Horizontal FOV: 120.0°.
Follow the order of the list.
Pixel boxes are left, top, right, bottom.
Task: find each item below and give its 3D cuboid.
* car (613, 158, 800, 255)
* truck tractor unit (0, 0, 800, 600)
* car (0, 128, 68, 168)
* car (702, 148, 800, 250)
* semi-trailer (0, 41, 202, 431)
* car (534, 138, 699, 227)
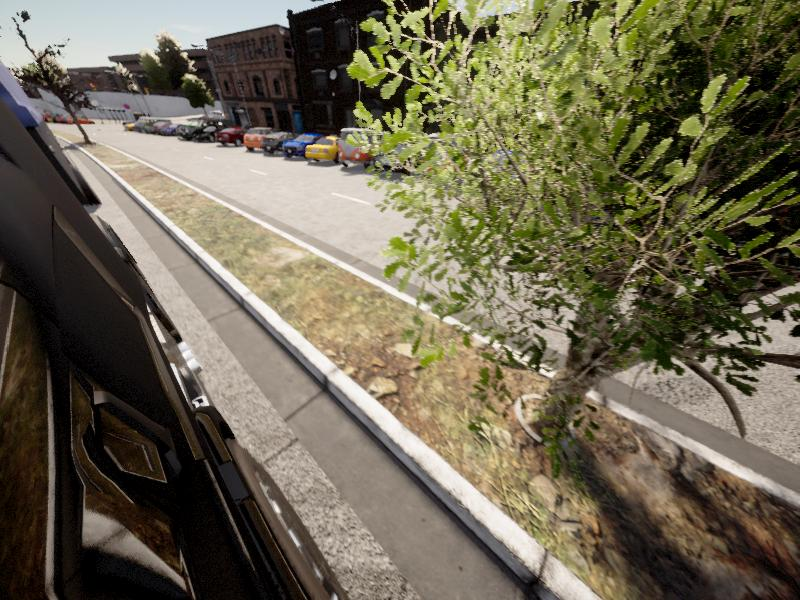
[{"bbox_3d":[9.313,-3.323,7.286,2.097,1.535,5.008,14,38,14],"label":"car"},{"bbox_3d":[-2.645,-0.295,0.351,6.516,4.208,3.053,28,44,30],"label":"truck tractor unit"},{"bbox_3d":[-19.674,-8.051,12.106,4.181,1.385,1.994,27,43,29],"label":"car"},{"bbox_3d":[11.622,-2.316,5.657,2.435,2.045,5.566,14,38,15],"label":"car"},{"bbox_3d":[-8.725,-3.573,4.218,14.254,4.402,2.717,28,44,30],"label":"semi-trailer"},{"bbox_3d":[7.030,-4.765,8.659,2.435,2.045,5.566,14,38,15],"label":"car"}]
